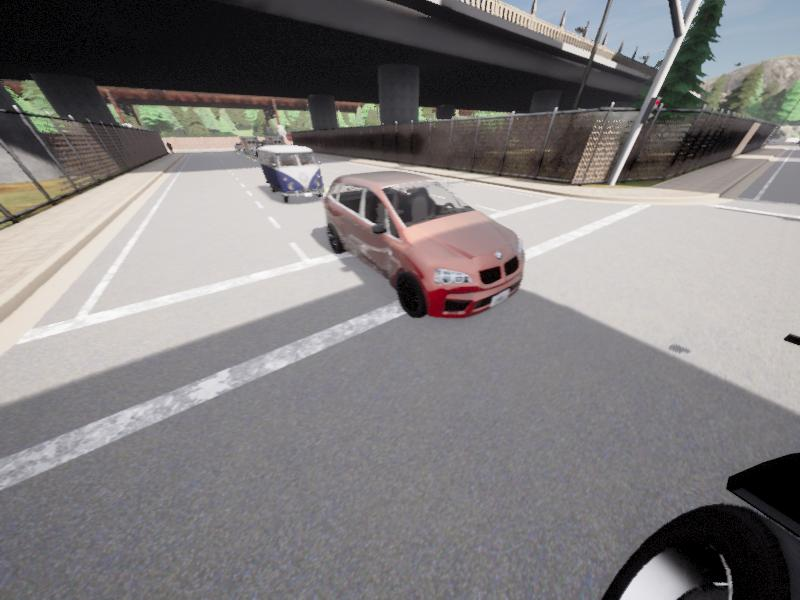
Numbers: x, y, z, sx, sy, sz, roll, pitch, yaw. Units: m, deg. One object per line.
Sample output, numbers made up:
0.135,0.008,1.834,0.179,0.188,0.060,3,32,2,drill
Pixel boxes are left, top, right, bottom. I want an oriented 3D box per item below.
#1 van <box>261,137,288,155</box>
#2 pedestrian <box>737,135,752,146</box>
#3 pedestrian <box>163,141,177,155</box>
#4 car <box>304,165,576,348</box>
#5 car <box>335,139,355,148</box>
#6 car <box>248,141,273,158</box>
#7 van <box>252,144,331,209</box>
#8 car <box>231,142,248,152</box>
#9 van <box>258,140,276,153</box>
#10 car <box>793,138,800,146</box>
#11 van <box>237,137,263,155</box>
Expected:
-21.355,-26.305,39.300,2.351,2.431,6.366,-22,41,-28,van
66.709,-30.890,44.712,0.751,1.860,0.751,-24,41,-29,pedestrian
-36.833,-24.389,36.999,0.751,1.860,0.751,-22,41,-28,pedestrian
0.118,-1.499,4.590,2.242,1.667,4.611,-23,40,-28,car
-14.443,-41.032,60.559,4.553,1.767,2.097,-22,41,-27,car
-19.855,-21.348,32.750,1.932,1.855,4.605,-22,41,-28,car
-4.969,-5.763,10.430,1.775,1.987,4.442,-22,41,-28,van
-34.680,-33.170,49.964,1.851,1.617,3.988,-28,44,-33,car
-25.519,-29.511,44.270,1.775,1.987,4.442,-22,41,-28,van
80.743,-30.885,45.063,1.789,1.549,3.705,-22,41,-28,car
-25.542,-26.197,39.207,2.351,2.431,6.366,-22,41,-28,van
